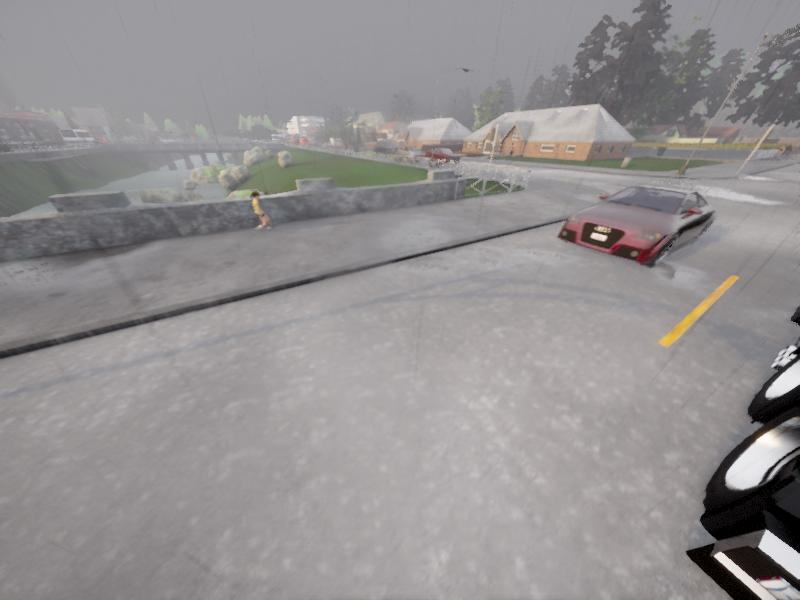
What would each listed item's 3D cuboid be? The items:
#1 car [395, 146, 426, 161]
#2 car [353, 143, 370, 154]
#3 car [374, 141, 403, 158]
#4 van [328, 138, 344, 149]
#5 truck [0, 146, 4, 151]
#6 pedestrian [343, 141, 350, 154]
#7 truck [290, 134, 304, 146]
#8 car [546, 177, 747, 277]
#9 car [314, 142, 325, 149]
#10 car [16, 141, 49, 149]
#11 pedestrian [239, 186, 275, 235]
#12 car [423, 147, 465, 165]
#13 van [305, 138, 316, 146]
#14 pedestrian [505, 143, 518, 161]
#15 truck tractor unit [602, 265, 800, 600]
[{"bbox_3d":[1.356,-20.039,31.454,2.007,1.525,4.514,-18,39,-24],"label":"car"},{"bbox_3d":[-7.339,-28.758,43.835,1.851,1.617,3.988,-18,39,-24],"label":"car"},{"bbox_3d":[-1.859,-23.466,35.893,2.150,2.045,5.566,-18,39,-24],"label":"car"},{"bbox_3d":[-18.462,-44.808,66.068,2.351,2.431,6.366,-18,39,-24],"label":"van"},{"bbox_3d":[-76.742,-28.251,40.593,2.891,3.827,8.468,-18,39,-24],"label":"truck"},{"bbox_3d":[-9.493,-26.893,40.694,0.751,1.860,0.751,-19,39,-25],"label":"pedestrian"},{"bbox_3d":[-40.308,-62.614,90.239,2.891,3.827,8.468,-18,39,-24],"label":"truck"},{"bbox_3d":[6.184,-2.118,5.895,4.181,1.385,1.994,-18,39,-24],"label":"car"},{"bbox_3d":[-23.132,-44.523,66.380,1.789,1.549,3.705,-18,39,-24],"label":"car"},{"bbox_3d":[-85.700,-36.263,53.988,2.038,1.542,4.974,-18,39,-24],"label":"car"},{"bbox_3d":[-3.848,-2.404,6.234,0.500,1.100,0.500,-18,39,-24],"label":"pedestrian"},{"bbox_3d":[4.889,-16.548,26.460,1.882,1.535,5.008,-18,39,-24],"label":"car"},{"bbox_3d":[-34.335,-60.668,88.716,2.351,2.431,6.366,-18,39,-24],"label":"van"},{"bbox_3d":[13.828,-18.374,28.648,0.751,1.860,0.751,-18,39,-24],"label":"pedestrian"},{"bbox_3d":[5.115,-0.295,0.788,6.516,4.208,3.053,-18,39,-24],"label":"truck tractor unit"}]
